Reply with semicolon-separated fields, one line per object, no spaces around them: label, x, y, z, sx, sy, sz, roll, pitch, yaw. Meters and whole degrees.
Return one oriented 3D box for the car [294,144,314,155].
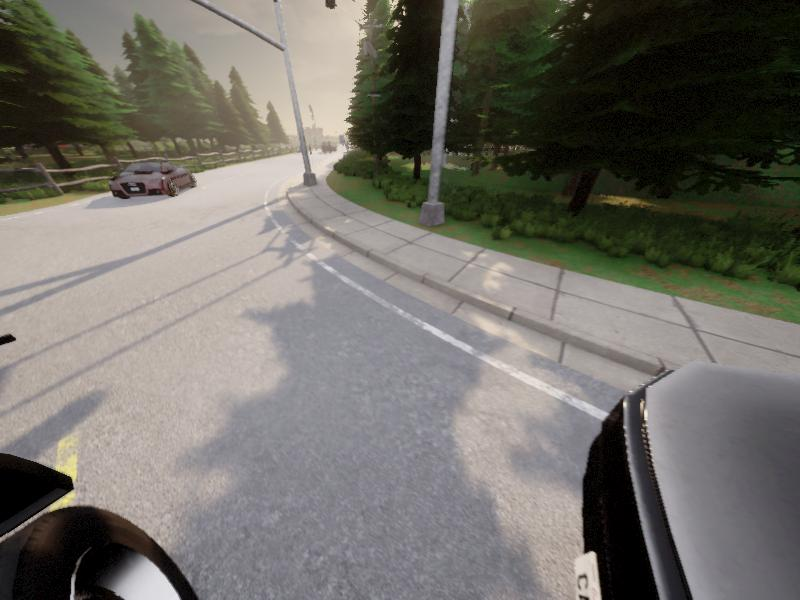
car;-17.811;-28.088;43.067;2.128;1.511;4.902;-3;35;-6

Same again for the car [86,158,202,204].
car;-11.787;-5.894;11.148;1.994;1.385;4.181;-10;36;-16

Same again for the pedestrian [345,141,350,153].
pedestrian;-10.228;-29.982;45.329;0.751;1.860;0.751;-4;35;-7

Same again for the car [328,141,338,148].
car;-21.983;-51.062;75.814;2.150;2.045;5.566;-3;35;-5

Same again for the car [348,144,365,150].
car;-12.448;-43.967;66.355;4.181;1.385;1.994;5;35;6

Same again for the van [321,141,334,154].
van;-14.955;-31.589;47.772;1.775;1.987;4.442;-3;35;-6

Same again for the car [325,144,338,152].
car;-15.595;-34.909;53.006;1.837;1.490;4.892;-2;35;-4
